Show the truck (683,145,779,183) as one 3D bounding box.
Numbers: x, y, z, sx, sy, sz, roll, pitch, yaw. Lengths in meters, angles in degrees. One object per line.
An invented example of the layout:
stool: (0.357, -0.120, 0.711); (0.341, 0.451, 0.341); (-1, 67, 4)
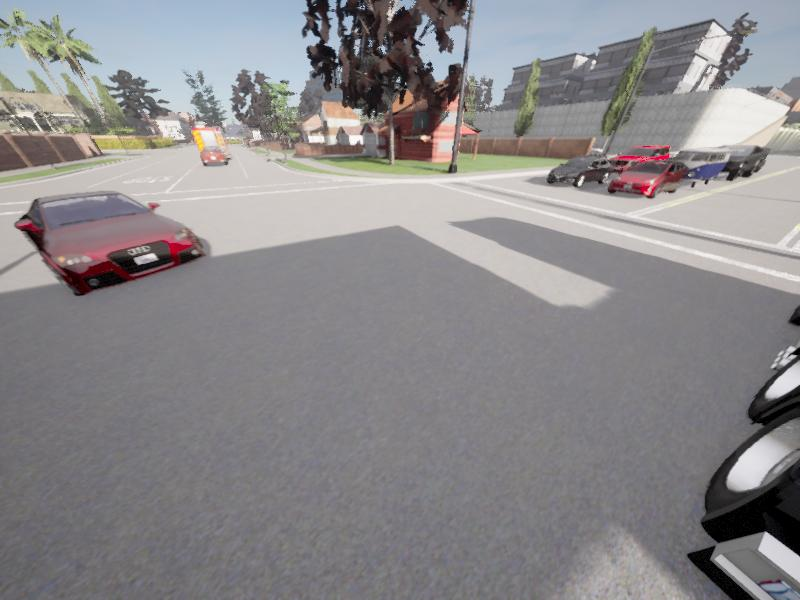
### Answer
truck: (24.739, -10.342, 17.305); (6.274, 2.098, 2.390); (-17, 39, -24)

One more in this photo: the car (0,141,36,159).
car: (-45.859, -16.746, 25.792); (5.027, 1.636, 2.152); (-19, 39, -25)

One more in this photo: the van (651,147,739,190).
van: (18.304, -8.265, 14.357); (4.442, 1.987, 1.775); (-18, 39, -24)

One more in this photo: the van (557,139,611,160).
van: (28.751, -23.864, 36.437); (1.988, 2.561, 5.915); (-18, 39, -25)

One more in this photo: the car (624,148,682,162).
car: (35.660, -20.637, 32.746); (2.128, 1.511, 4.902); (-18, 39, -24)

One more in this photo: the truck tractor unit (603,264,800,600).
truck tractor unit: (5.108, -0.302, 0.798); (6.516, 4.208, 3.053); (-18, 38, -24)

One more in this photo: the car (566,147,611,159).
car: (31.420, -24.734, 38.715); (2.033, 1.411, 5.357); (-18, 39, -25)

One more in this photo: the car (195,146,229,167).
car: (-19.661, -15.246, 24.401); (2.152, 1.651, 5.027); (-19, 39, -26)

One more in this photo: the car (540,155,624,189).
car: (11.454, -8.142, 14.552); (4.892, 1.490, 1.837); (-18, 39, -24)

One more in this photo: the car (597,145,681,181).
car: (18.105, -10.501, 17.523); (5.566, 2.045, 2.150); (-18, 39, -24)

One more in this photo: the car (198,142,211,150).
car: (-47.409, -37.317, 56.006); (1.845, 1.501, 3.633); (-19, 39, -26)

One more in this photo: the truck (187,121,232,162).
truck: (-24.110, -20.305, 29.721); (2.891, 3.827, 8.468); (-19, 39, -25)

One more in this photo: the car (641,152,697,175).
car: (23.901, -12.210, 20.535); (3.806, 1.475, 1.970); (-18, 39, -25)

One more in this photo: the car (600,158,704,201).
car: (12.992, -6.350, 11.955); (4.514, 1.525, 2.007); (-18, 39, -24)

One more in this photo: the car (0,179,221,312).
car: (-6.251, -1.499, 4.913); (4.181, 1.385, 1.994); (20, 39, 26)

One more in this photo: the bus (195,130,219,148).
bus: (-59.340, -49.705, 71.387); (3.944, 4.253, 10.273); (-19, 39, -26)
